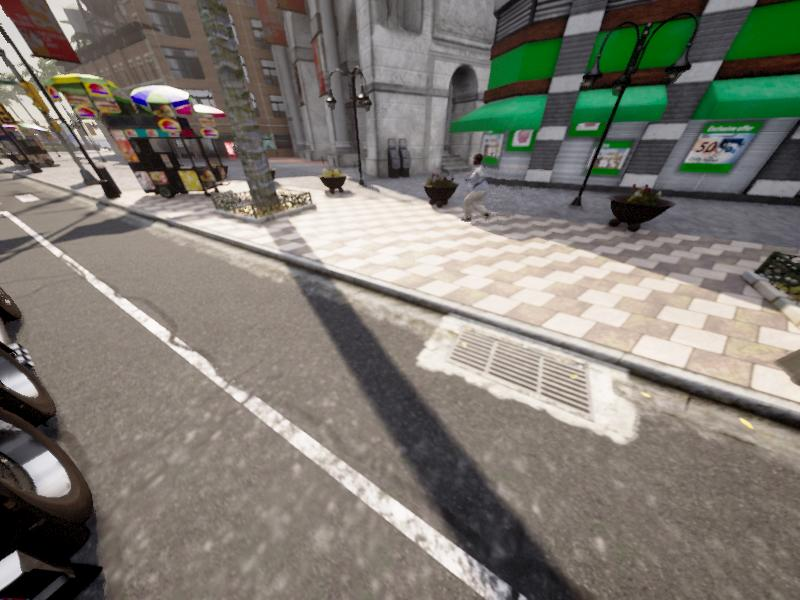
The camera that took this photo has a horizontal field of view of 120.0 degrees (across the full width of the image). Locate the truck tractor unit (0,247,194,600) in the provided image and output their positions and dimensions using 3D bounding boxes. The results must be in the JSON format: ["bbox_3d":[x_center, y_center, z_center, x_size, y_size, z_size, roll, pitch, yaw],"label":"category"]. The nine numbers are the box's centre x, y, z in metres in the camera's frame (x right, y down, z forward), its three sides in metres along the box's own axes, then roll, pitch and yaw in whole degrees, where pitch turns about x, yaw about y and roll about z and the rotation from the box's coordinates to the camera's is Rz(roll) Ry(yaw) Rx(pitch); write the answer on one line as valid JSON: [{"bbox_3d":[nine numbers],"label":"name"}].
[{"bbox_3d":[-5.082,-0.329,0.818,6.516,4.208,3.053,20,40,25],"label":"truck tractor unit"}]

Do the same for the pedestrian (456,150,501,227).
[{"bbox_3d":[2.198,-3.177,6.605,0.751,1.860,0.751,18,39,25],"label":"pedestrian"}]
